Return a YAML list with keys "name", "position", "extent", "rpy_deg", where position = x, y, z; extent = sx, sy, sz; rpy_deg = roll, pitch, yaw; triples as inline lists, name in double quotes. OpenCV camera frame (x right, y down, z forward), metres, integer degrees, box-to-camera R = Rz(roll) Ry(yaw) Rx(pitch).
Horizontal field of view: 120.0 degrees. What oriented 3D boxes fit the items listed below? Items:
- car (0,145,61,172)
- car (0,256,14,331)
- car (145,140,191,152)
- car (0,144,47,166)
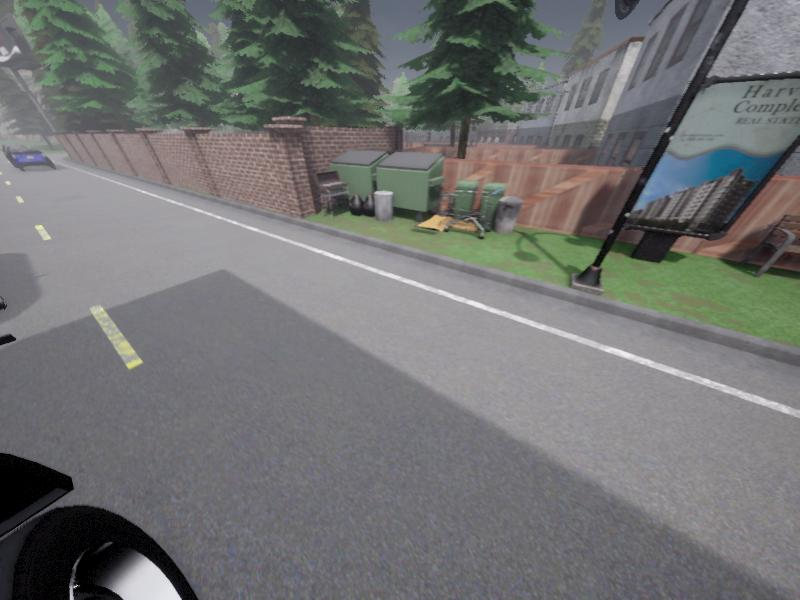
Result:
- name: "car"
  position: [-29.531, -11.310, 18.346]
  extent: [4.514, 1.525, 2.007]
  rpy_deg: [21, 40, 27]
- name: "car"
  position: [-7.868, -0.394, 3.205]
  extent: [4.181, 1.385, 1.994]
  rpy_deg: [22, 40, 27]
- name: "car"
  position: [-36.807, -24.576, 36.842]
  extent: [1.812, 1.442, 4.674]
  rpy_deg: [21, 40, 27]
- name: "car"
  position: [-34.914, -13.415, 21.258]
  extent: [3.705, 1.549, 1.789]
  rpy_deg: [21, 40, 27]
